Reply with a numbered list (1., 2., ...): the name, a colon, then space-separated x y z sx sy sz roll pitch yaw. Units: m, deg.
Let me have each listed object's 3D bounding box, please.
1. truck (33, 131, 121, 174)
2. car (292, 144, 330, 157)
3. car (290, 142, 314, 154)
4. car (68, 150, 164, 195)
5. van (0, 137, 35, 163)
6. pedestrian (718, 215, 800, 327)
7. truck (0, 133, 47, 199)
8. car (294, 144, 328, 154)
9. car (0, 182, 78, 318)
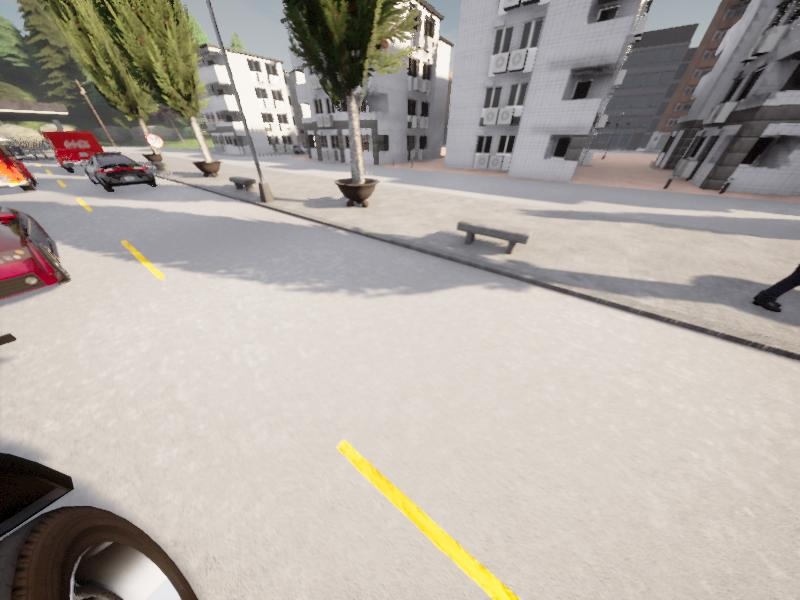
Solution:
1. truck: -24.477 -11.273 17.530 5.204 2.467 2.627 23 41 29
2. car: -13.512 -22.886 35.243 4.974 1.542 2.038 -14 38 -20
3. car: -15.571 -24.202 36.668 1.845 1.501 3.633 -28 44 -34
4. car: -15.021 -6.882 12.206 4.974 1.542 2.038 23 41 29
5. van: -39.802 -14.358 22.142 4.480 2.038 2.069 -6 34 -9
6. pedestrian: 5.664 -0.674 3.079 0.751 1.860 0.751 -16 38 -22
7. truck: -19.330 -6.241 10.440 5.204 2.467 2.627 23 41 29
8. car: -13.558 -23.003 35.135 4.536 1.218 1.853 -14 38 -20
9. car: -7.832 -0.924 3.962 4.181 1.385 1.994 24 41 29
